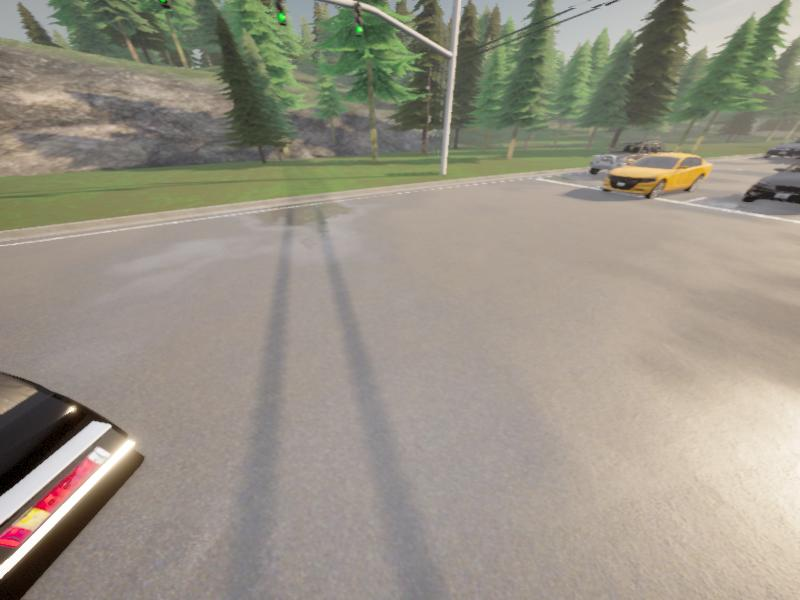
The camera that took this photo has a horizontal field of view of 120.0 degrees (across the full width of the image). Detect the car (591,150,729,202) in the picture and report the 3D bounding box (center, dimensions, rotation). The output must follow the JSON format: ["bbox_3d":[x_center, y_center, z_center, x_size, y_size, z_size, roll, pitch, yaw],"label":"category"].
[{"bbox_3d":[11.366,-5.589,10.170,5.008,1.535,1.882,-15,38,-19],"label":"car"}]

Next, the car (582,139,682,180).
[{"bbox_3d":[14.076,-8.670,14.133,4.605,1.855,1.932,-14,38,-18],"label":"car"}]

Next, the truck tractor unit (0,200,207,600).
[{"bbox_3d":[-5.361,0.125,0.201,6.516,4.208,3.053,4,35,6],"label":"truck tractor unit"}]

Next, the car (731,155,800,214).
[{"bbox_3d":[14.783,-4.251,8.285,4.193,1.474,1.816,-15,38,-19],"label":"car"}]

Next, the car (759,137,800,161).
[{"bbox_3d":[36.910,-14.074,21.447,5.027,1.651,2.152,-13,37,-17],"label":"car"}]
